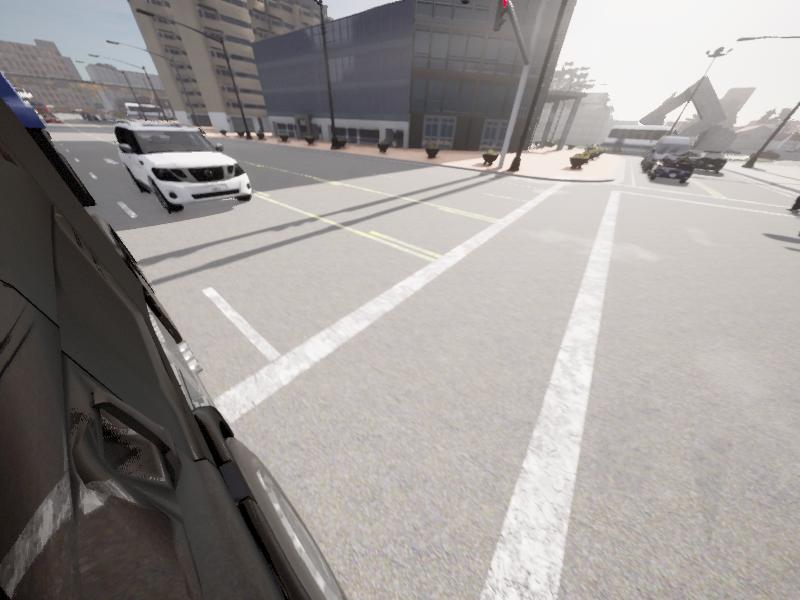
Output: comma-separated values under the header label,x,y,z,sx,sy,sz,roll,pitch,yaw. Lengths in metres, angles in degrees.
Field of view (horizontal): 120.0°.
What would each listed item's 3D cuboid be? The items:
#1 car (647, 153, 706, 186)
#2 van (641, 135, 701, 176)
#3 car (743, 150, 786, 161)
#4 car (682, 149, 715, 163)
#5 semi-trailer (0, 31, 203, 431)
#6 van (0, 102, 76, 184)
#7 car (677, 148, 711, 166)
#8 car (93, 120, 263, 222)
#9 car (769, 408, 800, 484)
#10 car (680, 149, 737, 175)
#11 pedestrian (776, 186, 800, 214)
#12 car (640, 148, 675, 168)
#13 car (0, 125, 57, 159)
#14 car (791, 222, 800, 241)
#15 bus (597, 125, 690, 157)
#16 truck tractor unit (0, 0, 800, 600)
label,x,y,z,sx,sy,sz,roll,pitch,yaw
car,18.805,-9.131,15.951,1.816,1.474,4.193,28,43,29
van,23.550,-12.866,20.396,1.988,2.561,5.915,28,43,29
car,79.404,-31.589,50.428,1.812,1.442,4.674,-3,37,-8
car,42.343,-20.457,32.803,4.193,1.474,1.816,-20,43,-28
semi-trailer,-8.779,-3.536,4.166,14.254,4.402,2.717,27,43,29
van,-16.790,-6.793,9.781,6.366,2.431,2.351,27,43,29
car,36.784,-18.032,29.017,1.930,1.638,5.238,32,46,33
car,-7.187,-4.425,7.464,5.566,2.045,2.150,27,43,29
car,4.935,2.071,0.159,4.718,1.301,1.895,27,43,29
car,29.617,-13.455,22.382,1.930,1.638,5.238,26,42,28
pedestrian,16.823,-4.549,9.342,0.751,1.860,0.751,-19,42,-27
car,27.695,-15.456,24.999,1.845,1.501,3.633,27,43,28
car,-24.101,-10.057,14.579,4.902,1.511,2.128,27,43,29
car,12.047,-1.686,5.552,4.193,1.474,1.816,-26,46,-33
bus,43.808,-29.214,42.270,3.944,4.253,10.273,-20,43,-27
truck tractor unit,-2.645,-0.295,0.351,6.516,4.208,3.053,28,44,30
